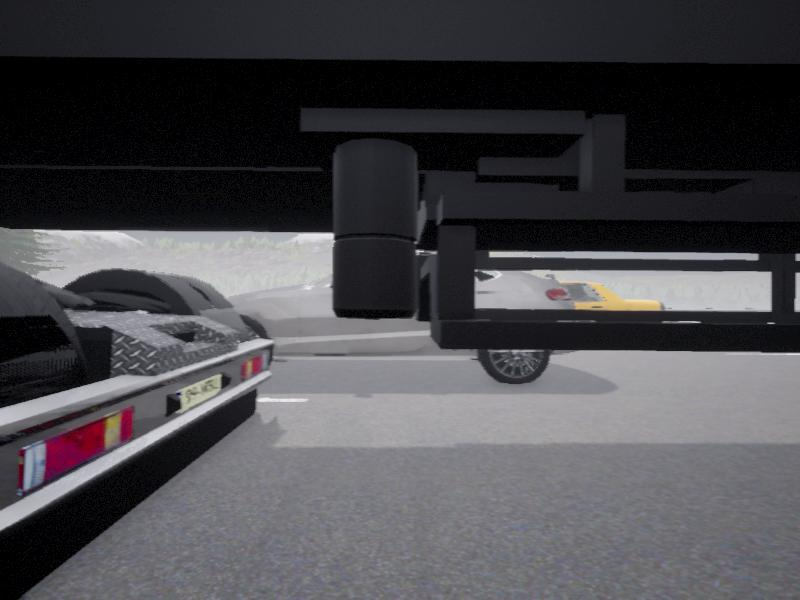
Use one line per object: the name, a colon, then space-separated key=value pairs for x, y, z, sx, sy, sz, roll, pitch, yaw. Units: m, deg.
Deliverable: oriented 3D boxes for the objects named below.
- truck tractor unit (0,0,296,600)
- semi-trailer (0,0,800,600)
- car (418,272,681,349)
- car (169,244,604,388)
truck tractor unit: x=-4.240 y=-1.136 z=2.203 sx=6.516 sy=4.208 sz=3.053 roll=0 pitch=0 yaw=0
semi-trailer: x=3.678 y=-1.211 z=2.204 sx=14.254 sy=4.402 sz=2.717 roll=0 pitch=0 yaw=0
car: x=3.146 y=0.209 z=9.201 sx=5.366 sy=1.575 sz=1.801 roll=0 pitch=0 yaw=0
car: x=-0.156 y=0.180 z=5.700 sx=5.027 sy=1.651 sz=2.152 roll=0 pitch=0 yaw=0
